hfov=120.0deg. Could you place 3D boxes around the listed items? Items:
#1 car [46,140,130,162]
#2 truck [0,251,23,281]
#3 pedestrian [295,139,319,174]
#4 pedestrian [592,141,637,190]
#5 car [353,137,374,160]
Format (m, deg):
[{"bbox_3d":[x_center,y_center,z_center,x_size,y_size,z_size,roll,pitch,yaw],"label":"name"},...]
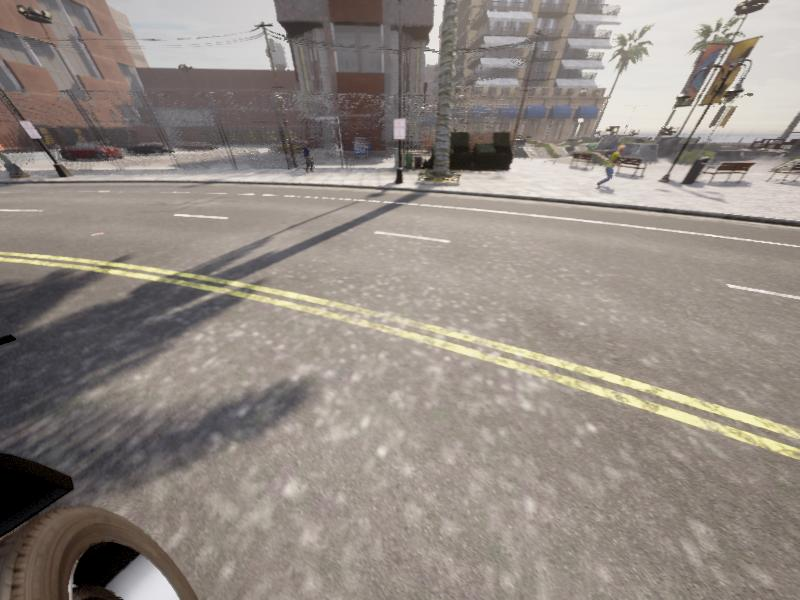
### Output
[{"bbox_3d":[-31.466,-15.243,23.516,4.553,1.767,2.185,-3,36,-4],"label":"car"},{"bbox_3d":[-10.769,-0.833,3.222,6.274,2.098,2.390,2,35,3],"label":"truck"},{"bbox_3d":[-5.915,-9.163,14.812,0.751,1.860,0.751,5,36,7],"label":"pedestrian"},{"bbox_3d":[9.842,-6.217,10.690,0.751,1.860,0.751,18,39,23],"label":"pedestrian"},{"bbox_3d":[-3.946,-16.713,25.414,1.878,1.987,4.442,-3,36,-4],"label":"car"}]
